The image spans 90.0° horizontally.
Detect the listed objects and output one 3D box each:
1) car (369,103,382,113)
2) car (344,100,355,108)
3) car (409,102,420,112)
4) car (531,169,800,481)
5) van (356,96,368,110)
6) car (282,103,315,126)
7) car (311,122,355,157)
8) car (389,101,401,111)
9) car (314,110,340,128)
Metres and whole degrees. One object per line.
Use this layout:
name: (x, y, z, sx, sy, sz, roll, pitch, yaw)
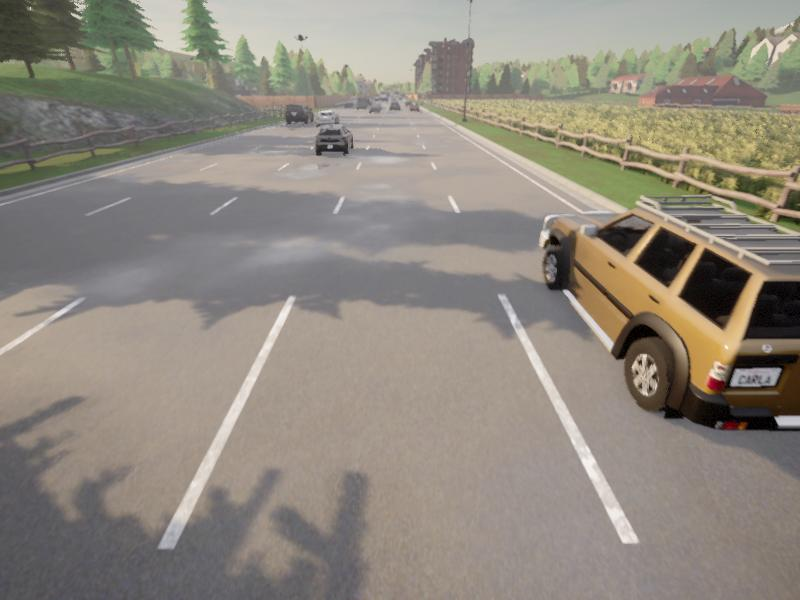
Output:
car: (-4.358, -33.922, 70.742, 2.033, 1.411, 5.357, -1, 27, -1)
car: (-11.746, -45.969, 93.873, 1.930, 1.638, 5.238, -1, 27, -1)
car: (2.602, -35.239, 73.057, 1.845, 1.501, 3.633, -1, 27, -1)
car: (3.470, -0.316, 5.119, 1.932, 1.855, 4.605, 0, 28, 0)
van: (-8.122, -42.632, 86.356, 1.988, 2.561, 5.915, -1, 27, -1)
car: (-10.953, -20.290, 43.720, 2.150, 2.045, 5.566, 0, 27, 0)
car: (-3.728, -9.275, 22.961, 1.816, 1.474, 4.193, 0, 27, 0)
car: (-1.040, -39.577, 81.521, 2.242, 1.667, 4.611, -1, 27, -1)
car: (-7.426, -18.713, 41.258, 1.970, 1.475, 3.806, 0, 27, 0)
